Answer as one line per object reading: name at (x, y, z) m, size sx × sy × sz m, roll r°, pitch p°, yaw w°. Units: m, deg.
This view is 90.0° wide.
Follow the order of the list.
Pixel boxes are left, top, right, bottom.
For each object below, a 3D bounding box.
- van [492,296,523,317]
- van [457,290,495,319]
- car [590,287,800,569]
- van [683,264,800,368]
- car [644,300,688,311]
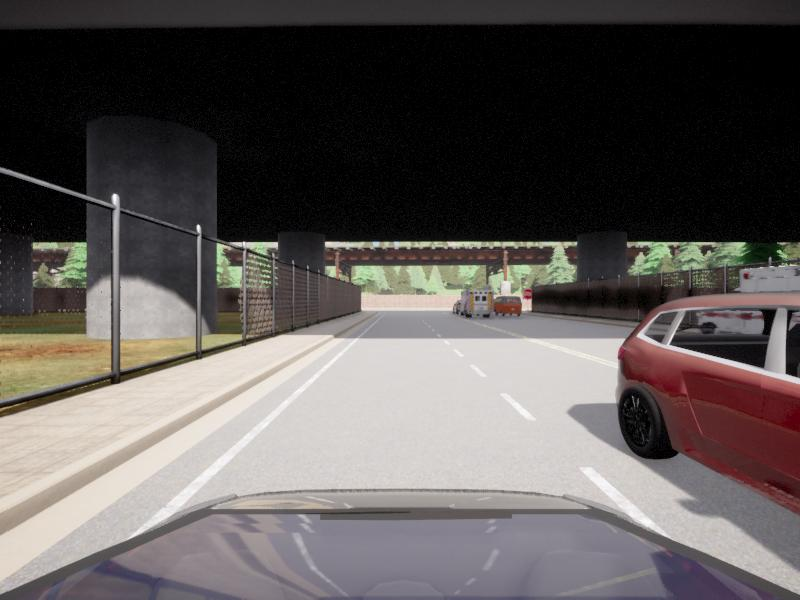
van at (10.506, 0.601, 39.389) m, size 1.775 × 1.987 × 4.442 m, roll 0°, pitch 0°, yaw 0°
van at (7.008, 0.380, 37.586) m, size 2.351 × 2.431 × 6.366 m, roll 0°, pitch 0°, yaw 0°
car at (3.479, 0.756, 2.621) m, size 2.242 × 1.667 × 4.611 m, roll 0°, pitch 0°, yaw 0°
van at (10.504, 0.378, 10.021) m, size 2.351 × 2.431 × 6.366 m, roll 0°, pitch 0°, yaw 0°
car at (38.961, 0.774, 58.634) m, size 5.238 × 1.638 × 1.930 m, roll 0°, pitch 0°, yaw 1°
